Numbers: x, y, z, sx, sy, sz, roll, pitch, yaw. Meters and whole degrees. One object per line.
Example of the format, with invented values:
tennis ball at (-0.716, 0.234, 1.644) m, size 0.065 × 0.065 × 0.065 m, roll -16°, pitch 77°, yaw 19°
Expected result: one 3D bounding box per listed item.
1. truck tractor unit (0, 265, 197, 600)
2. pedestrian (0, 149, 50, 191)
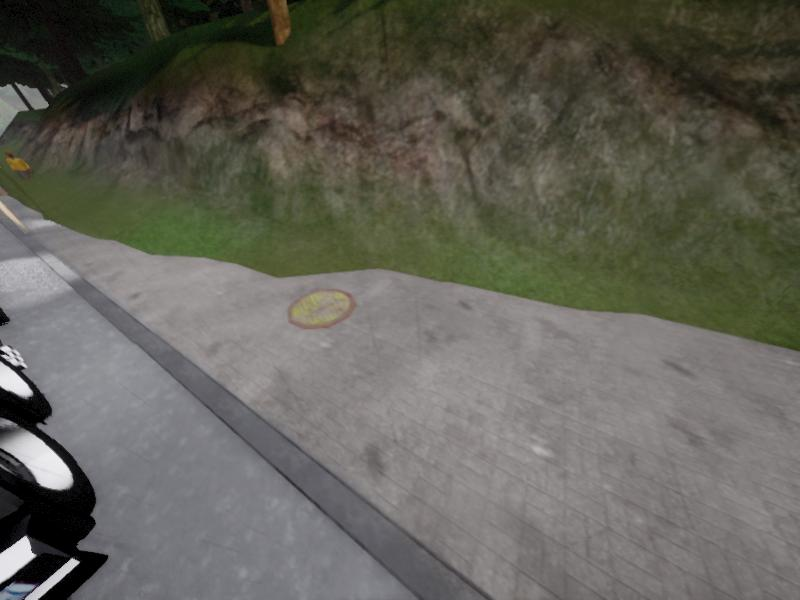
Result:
truck tractor unit at (-5.117, -0.293, 0.781) m, size 6.516 × 4.208 × 3.053 m, roll 18°, pitch 39°, yaw 24°
pedestrian at (-19.779, -6.801, 12.105) m, size 0.751 × 1.860 × 0.751 m, roll 24°, pitch 41°, yaw 30°
